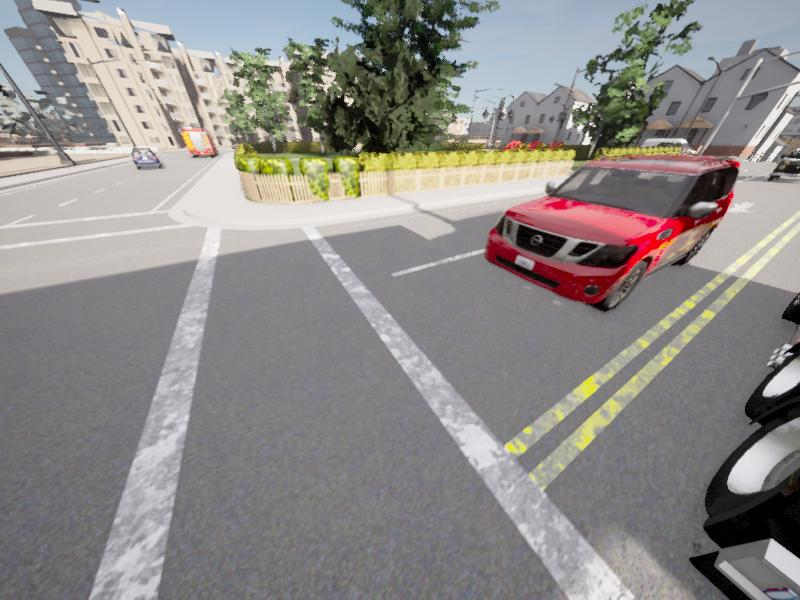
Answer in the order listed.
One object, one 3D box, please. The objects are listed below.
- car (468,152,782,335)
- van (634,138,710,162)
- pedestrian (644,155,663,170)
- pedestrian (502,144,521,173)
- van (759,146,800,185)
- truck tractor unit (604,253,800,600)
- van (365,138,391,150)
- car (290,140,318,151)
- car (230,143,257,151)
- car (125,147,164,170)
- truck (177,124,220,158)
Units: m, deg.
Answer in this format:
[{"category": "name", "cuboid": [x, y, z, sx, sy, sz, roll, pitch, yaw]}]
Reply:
[{"category": "car", "cuboid": [4.377, -1.658, 4.624, 5.566, 2.045, 2.150, -18, 39, -25]}, {"category": "van", "cuboid": [36.700, -20.537, 31.553, 1.988, 2.561, 5.915, -16, 38, -22]}, {"category": "pedestrian", "cuboid": [21.780, -11.819, 19.872, 0.500, 1.100, 0.500, -14, 37, -19]}, {"category": "pedestrian", "cuboid": [8.621, -10.999, 17.939, 0.751, 1.860, 0.751, 2, 35, 3]}, {"category": "van", "cuboid": [26.762, -8.940, 15.259, 4.480, 2.038, 2.069, -18, 39, -25]}, {"category": "truck tractor unit", "cuboid": [5.090, -0.322, 0.809, 6.516, 4.208, 3.053, -19, 39, -25]}, {"category": "van", "cuboid": [-5.865, -41.754, 61.829, 6.366, 2.431, 2.351, -17, 38, -24]}, {"category": "car", "cuboid": [-22.507, -36.407, 54.358, 5.566, 2.045, 2.150, -17, 39, -23]}, {"category": "car", "cuboid": [-35.147, -34.509, 52.051, 4.792, 1.488, 2.163, -18, 39, -23]}, {"category": "car", "cuboid": [-23.343, -13.073, 21.253, 1.789, 1.549, 3.705, -25, 42, -32]}, {"category": "truck", "cuboid": [-30.246, -24.154, 35.139, 2.891, 3.827, 8.468, -18, 39, -24]}]
